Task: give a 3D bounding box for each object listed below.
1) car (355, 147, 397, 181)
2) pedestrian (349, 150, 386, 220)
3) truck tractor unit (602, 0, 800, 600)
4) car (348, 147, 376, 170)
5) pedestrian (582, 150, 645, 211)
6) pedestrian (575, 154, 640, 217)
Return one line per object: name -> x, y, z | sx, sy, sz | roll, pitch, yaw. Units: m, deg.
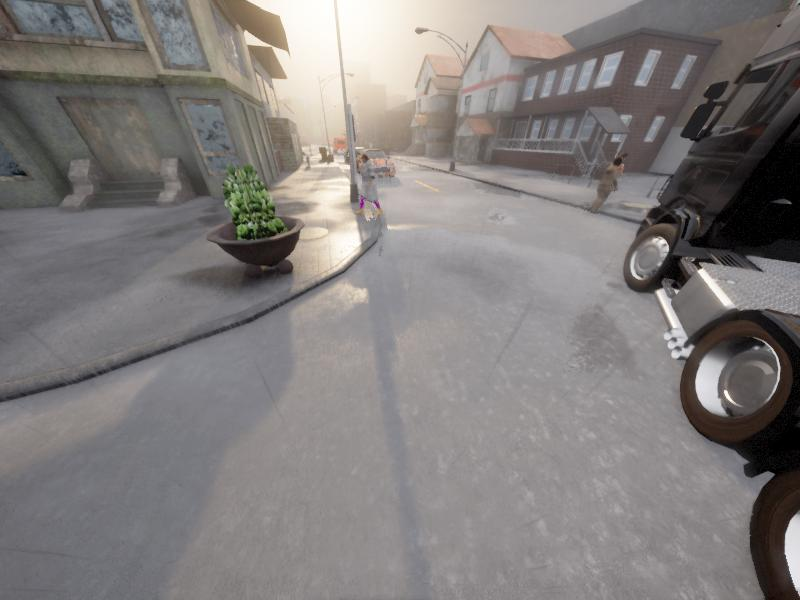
car -> -1.828, -9.991, 16.741 | 2.097, 1.767, 4.553 | -9, 36, -13
pedestrian -> -1.004, -3.641, 7.361 | 0.751, 1.860, 0.751 | -23, 41, -29
truck tractor unit -> 4.434, -0.696, 1.343 | 3.053, 4.208, 6.516 | 19, 39, 25
car -> -3.671, -13.533, 21.971 | 1.851, 1.617, 3.988 | -9, 36, -13
pedestrian -> 7.683, -4.332, 8.421 | 0.751, 1.860, 0.751 | 2, 35, 2
pedestrian -> 7.188, -3.996, 8.118 | 0.751, 1.860, 0.751 | -8, 36, -12
